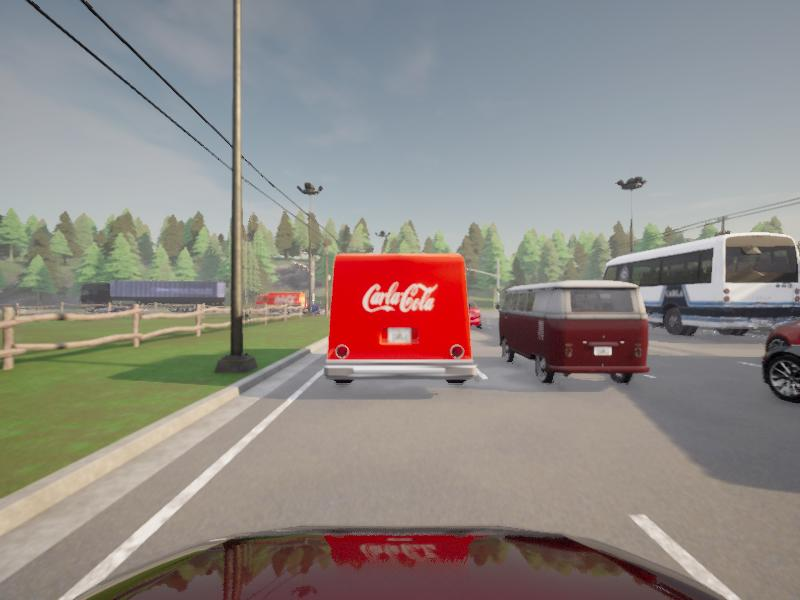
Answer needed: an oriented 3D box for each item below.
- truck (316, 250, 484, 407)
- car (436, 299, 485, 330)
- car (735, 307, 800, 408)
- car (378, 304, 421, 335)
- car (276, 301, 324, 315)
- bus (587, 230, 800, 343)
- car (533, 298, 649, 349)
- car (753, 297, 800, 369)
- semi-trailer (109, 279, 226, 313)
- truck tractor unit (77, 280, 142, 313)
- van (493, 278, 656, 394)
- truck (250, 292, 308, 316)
[{"bbox_3d":[-0.003,0.392,8.871,2.627,2.467,5.204,0,2,0],"label":"truck"},{"bbox_3d":[3.496,0.788,24.112,2.242,1.667,4.611,0,0,0],"label":"car"},{"bbox_3d":[6.999,0.858,4.661,2.163,1.488,4.792,0,0,0],"label":"car"},{"bbox_3d":[-0.004,0.935,20.662,1.994,1.385,4.181,0,0,0],"label":"car"},{"bbox_3d":[-11.419,0.885,45.624,5.008,1.535,1.882,0,0,13],"label":"car"},{"bbox_3d":[13.804,-0.505,20.282,3.944,4.253,10.273,0,0,1],"label":"bus"},{"bbox_3d":[6.987,0.776,15.310,2.242,1.667,4.611,0,0,0],"label":"car"},{"bbox_3d":[10.218,0.768,8.332,2.242,1.667,4.611,0,0,10],"label":"car"},{"bbox_3d":[-30.991,-0.545,53.648,14.254,4.402,2.717,0,0,1],"label":"semi-trailer"},{"bbox_3d":[-38.908,-0.448,53.717,6.516,4.208,3.053,0,0,0],"label":"truck tractor unit"},{"bbox_3d":[3.499,0.612,9.065,1.775,1.987,4.442,0,0,0],"label":"van"},{"bbox_3d":[-12.733,0.415,42.319,5.204,2.467,2.627,0,-1,9],"label":"truck"}]
